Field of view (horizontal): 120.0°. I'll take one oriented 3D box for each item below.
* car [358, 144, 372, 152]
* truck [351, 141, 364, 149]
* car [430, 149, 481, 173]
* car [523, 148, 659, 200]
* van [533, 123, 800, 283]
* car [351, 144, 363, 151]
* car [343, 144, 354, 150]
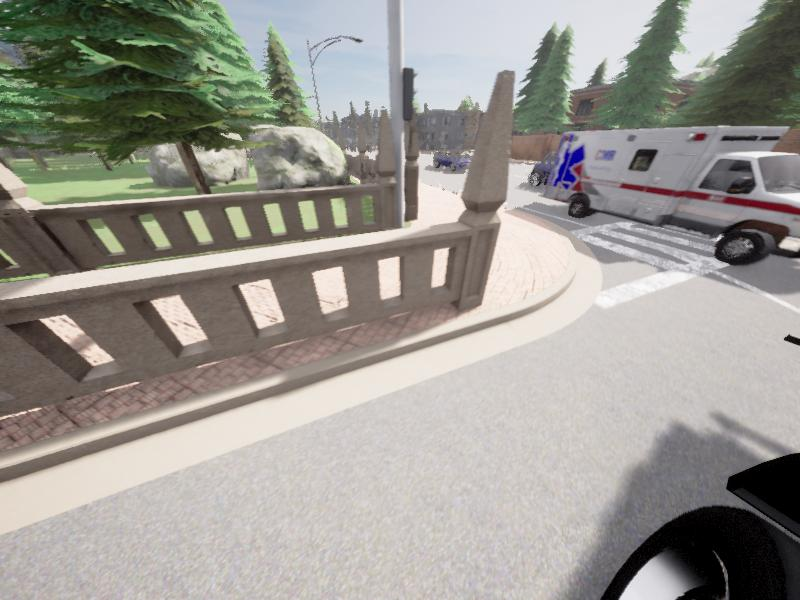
[{"bbox_3d":[-8.176,-35.487,53.865,1.882,1.535,5.008,-14,37,-18],"label":"car"},{"bbox_3d":[-13.112,-47.834,71.227,2.390,2.098,6.274,-14,37,-18],"label":"truck"},{"bbox_3d":[4.688,-12.371,20.380,2.007,1.525,4.514,-14,37,-18],"label":"car"},{"bbox_3d":[9.032,-6.491,11.610,2.097,1.767,4.553,-14,37,-18],"label":"car"},{"bbox_3d":[7.317,-3.237,6.398,2.351,2.431,6.366,-9,35,-11],"label":"van"},{"bbox_3d":[-11.346,-39.868,60.256,1.837,1.490,4.892,-14,37,-18],"label":"car"},{"bbox_3d":[-15.075,-45.005,67.797,2.033,1.411,5.357,-14,37,-18],"label":"car"}]
